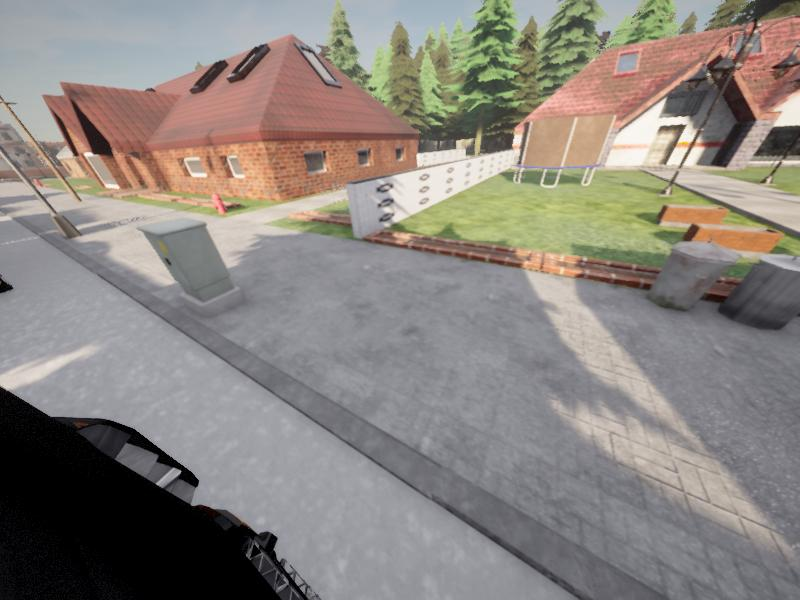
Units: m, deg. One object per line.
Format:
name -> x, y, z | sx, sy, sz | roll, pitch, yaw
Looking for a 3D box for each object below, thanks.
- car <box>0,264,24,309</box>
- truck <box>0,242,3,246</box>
car -> -9.894, -0.759, 4.431 | 5.008, 1.535, 1.882 | 16, 38, 26
truck -> -16.374, -2.830, 7.518 | 6.274, 2.098, 2.390 | 16, 38, 26
